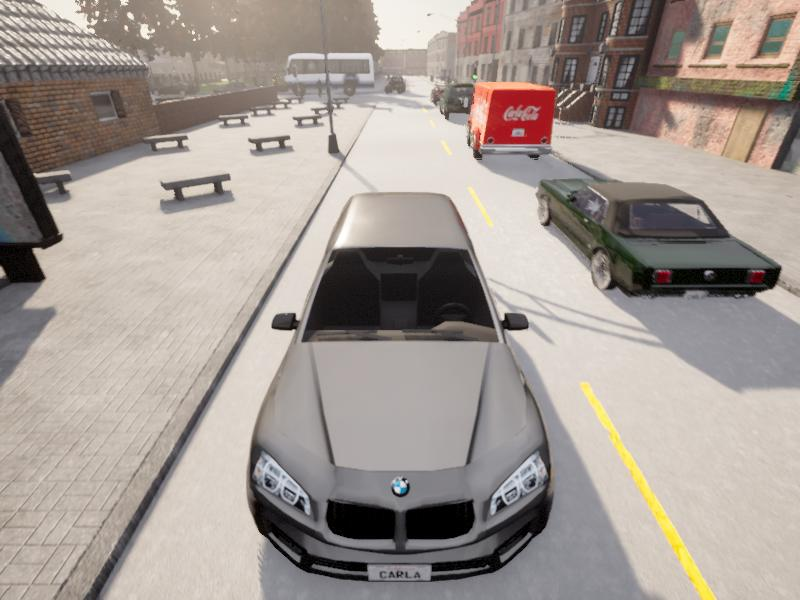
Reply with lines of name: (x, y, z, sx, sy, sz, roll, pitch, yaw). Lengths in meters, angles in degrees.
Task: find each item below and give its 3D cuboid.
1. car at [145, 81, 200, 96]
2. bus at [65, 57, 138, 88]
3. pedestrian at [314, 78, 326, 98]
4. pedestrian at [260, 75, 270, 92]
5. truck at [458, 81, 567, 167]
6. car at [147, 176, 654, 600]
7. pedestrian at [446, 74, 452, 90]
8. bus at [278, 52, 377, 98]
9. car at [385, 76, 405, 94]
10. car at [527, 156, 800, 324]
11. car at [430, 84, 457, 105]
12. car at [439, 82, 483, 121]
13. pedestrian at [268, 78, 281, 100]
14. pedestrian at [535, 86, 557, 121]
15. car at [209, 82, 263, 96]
car: (-26.469, -24.712, 46.710, 5.008, 1.535, 1.882, 0, 30, 0)
bus: (-49.330, -38.037, 66.797, 3.944, 4.253, 10.273, 0, 30, 0)
pedestrian: (-8.329, -21.982, 41.456, 0.751, 1.860, 0.751, 13, 33, 22)
pedestrian: (-17.270, -27.633, 51.132, 0.751, 1.860, 0.751, 0, 30, 0)
truck: (3.989, -7.033, 15.589, 2.627, 2.467, 5.204, 0, 31, 0)
car: (0.002, 0.096, 4.180, 2.242, 1.667, 4.611, 0, 30, 0)
pedestrian: (6.960, -30.969, 56.837, 0.751, 1.860, 0.751, 8, 31, 14)
bus: (-8.080, -25.495, 45.365, 10.273, 4.253, 3.944, -5, 31, -9)
car: (-0.583, -27.420, 50.993, 1.905, 1.878, 3.866, 5, 31, 9)
car: (3.984, -1.428, 7.157, 1.895, 1.301, 4.718, 0, 30, 0)
car: (3.931, -19.083, 37.105, 2.007, 1.525, 4.514, 0, 30, 0)
car: (3.962, -13.494, 27.028, 2.150, 2.045, 5.566, 0, 30, 0)
pedestrian: (-12.143, -20.410, 38.769, 0.751, 1.860, 0.751, -1, 30, -1)
pedestrian: (8.923, -12.051, 24.501, 0.751, 1.860, 0.751, 0, 30, -1)
car: (-19.043, -24.624, 46.704, 5.357, 1.411, 2.033, 0, 30, 1)
